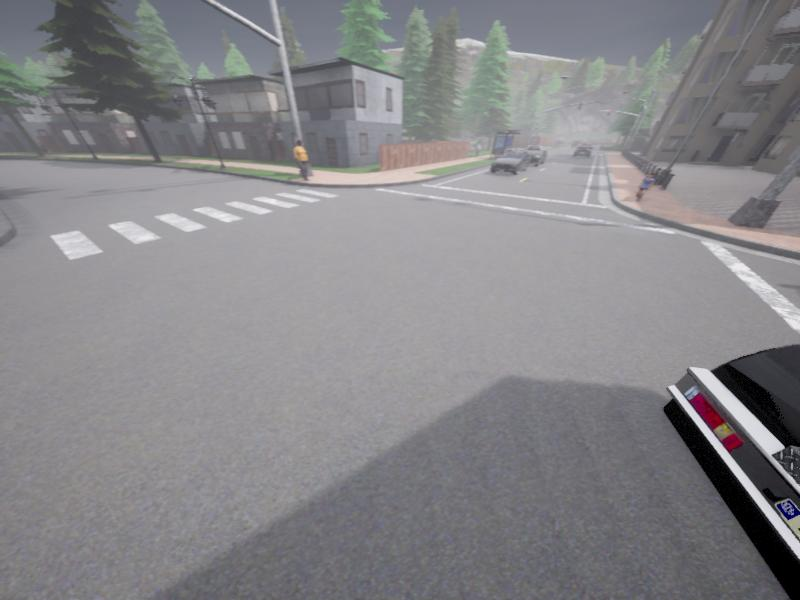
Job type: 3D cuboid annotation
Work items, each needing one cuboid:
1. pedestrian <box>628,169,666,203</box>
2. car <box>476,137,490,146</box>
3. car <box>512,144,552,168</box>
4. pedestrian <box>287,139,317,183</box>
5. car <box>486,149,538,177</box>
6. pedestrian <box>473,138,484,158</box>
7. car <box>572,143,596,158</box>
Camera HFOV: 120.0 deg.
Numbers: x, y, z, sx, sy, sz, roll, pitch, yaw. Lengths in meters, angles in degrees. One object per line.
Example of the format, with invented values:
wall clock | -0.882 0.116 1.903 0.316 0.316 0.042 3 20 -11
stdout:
pedestrian | 9.695 -4.485 9.099 0.500 1.100 0.500 -20 40 -26
car | 23.119 -44.079 64.169 1.932 1.855 4.605 22 41 27
car | 12.910 -14.104 22.483 2.152 1.651 5.027 23 41 28
pedestrian | -5.040 -7.210 11.976 0.751 1.860 0.751 28 44 33
car | 8.686 -10.608 17.709 2.033 1.411 5.357 23 41 28
pedestrian | 9.350 -18.078 27.480 0.751 1.860 0.751 16 38 21
car | 26.017 -21.130 32.628 2.038 1.542 4.974 23 41 28
